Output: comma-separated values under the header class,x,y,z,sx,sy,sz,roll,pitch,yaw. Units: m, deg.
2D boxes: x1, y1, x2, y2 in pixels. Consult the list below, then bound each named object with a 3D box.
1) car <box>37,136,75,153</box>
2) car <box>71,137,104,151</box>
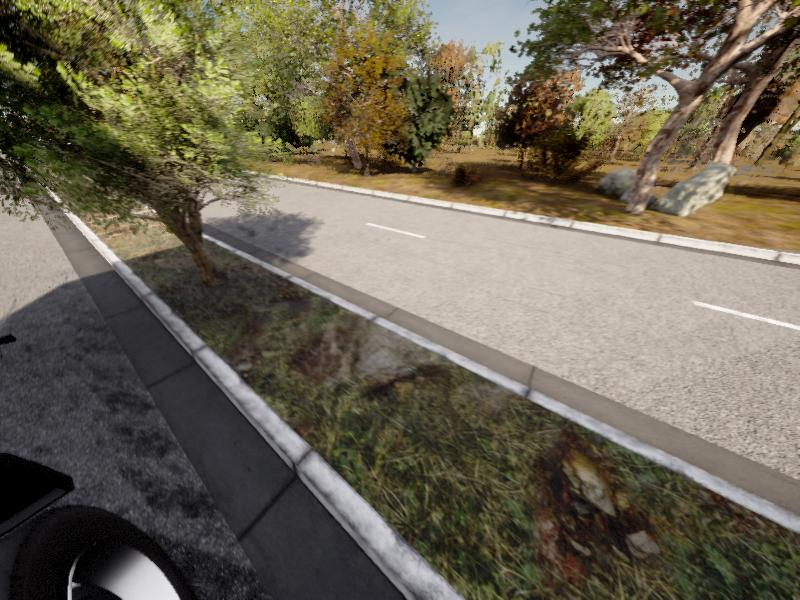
class,x,y,z,sx,sy,sz,roll,pitch,yaw
car,-43.539,-19.713,29.206,3.988,1.617,1.851,22,41,28
car,-43.588,-21.830,32.233,3.705,1.549,1.789,22,41,28
